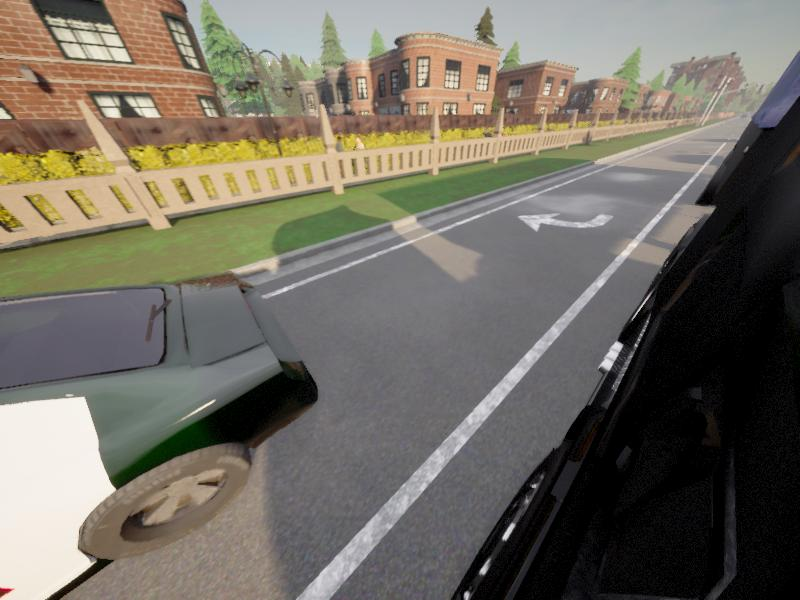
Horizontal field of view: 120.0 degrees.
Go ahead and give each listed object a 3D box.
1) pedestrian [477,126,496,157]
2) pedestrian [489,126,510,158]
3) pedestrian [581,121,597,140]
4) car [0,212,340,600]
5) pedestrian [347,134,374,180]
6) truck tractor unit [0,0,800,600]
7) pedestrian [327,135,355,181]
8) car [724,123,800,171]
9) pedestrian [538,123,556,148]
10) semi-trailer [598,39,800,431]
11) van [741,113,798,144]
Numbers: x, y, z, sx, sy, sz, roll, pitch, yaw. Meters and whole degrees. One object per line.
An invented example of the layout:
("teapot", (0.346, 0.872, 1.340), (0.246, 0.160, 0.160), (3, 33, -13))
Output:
("pedestrian", (6.531, -12.014, 17.570), (0.751, 1.860, 0.751), (-28, 44, -30))
("pedestrian", (7.258, -11.528, 16.872), (0.751, 1.860, 0.751), (-27, 43, -29))
("pedestrian", (23.090, -20.673, 28.195), (0.751, 1.860, 0.751), (-29, 44, -30))
("car", (-3.129, 1.144, 1.033), (4.974, 1.542, 2.038), (-28, 44, -30))
("pedestrian", (-1.913, -7.009, 11.361), (0.751, 1.860, 0.751), (26, 45, 33))
("truck tractor unit", (2.645, -0.295, 0.351), (6.516, 4.208, 3.053), (-28, 44, -30))
("pedestrian", (-2.903, -7.019, 11.435), (0.751, 1.860, 0.751), (-29, 44, -31))
("car", (18.911, -7.883, 11.736), (5.027, 1.651, 2.152), (-28, 43, -30))
("pedestrian", (13.919, -15.606, 21.946), (0.751, 1.860, 0.751), (-28, 44, -30))
("semi-trailer", (8.690, -3.597, 4.255), (14.254, 4.402, 2.717), (-28, 44, -30))
("van", (32.575, -15.212, 20.445), (4.442, 1.987, 1.775), (-27, 43, -29))
